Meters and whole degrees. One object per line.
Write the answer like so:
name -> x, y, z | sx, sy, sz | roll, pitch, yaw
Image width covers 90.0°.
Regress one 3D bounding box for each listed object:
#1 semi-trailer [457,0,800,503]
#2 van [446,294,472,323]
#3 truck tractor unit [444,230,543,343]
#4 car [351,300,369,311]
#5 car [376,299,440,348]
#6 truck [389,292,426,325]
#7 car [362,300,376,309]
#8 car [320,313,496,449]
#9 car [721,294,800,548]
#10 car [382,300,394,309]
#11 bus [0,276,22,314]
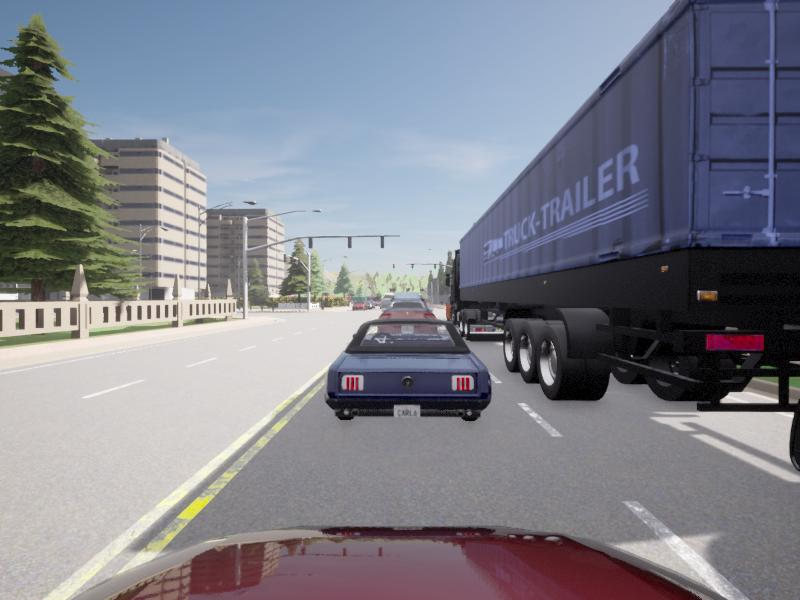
semi-trailer -> 3.699, -0.618, 10.205 | 2.717, 4.402, 14.254 | 0, 0, 1
van -> 4.492, 0.599, 30.526 | 1.775, 1.987, 4.442 | 0, 0, 8
truck tractor unit -> 3.842, -0.516, 18.116 | 3.053, 4.208, 6.516 | 0, 0, 1
car -> -5.934, 0.828, 60.011 | 2.007, 1.525, 4.514 | 0, 0, 3
car -> 0.303, 0.781, 16.004 | 2.152, 1.651, 5.027 | 0, 0, 1
truck -> 0.445, 0.542, 28.653 | 2.390, 2.098, 6.274 | 0, 0, -1
car -> -5.621, 0.777, 73.200 | 2.033, 1.649, 4.856 | 0, 0, 1
car -> 0.126, 0.944, 6.647 | 1.895, 1.301, 4.718 | 0, 0, 1
car -> 3.507, 0.779, 0.596 | 1.930, 1.638, 5.238 | 0, 0, 1
car -> -2.142, 0.828, 72.096 | 2.007, 1.525, 4.514 | 0, 0, 1
bus -> -49.263, -0.534, 44.816 | 10.273, 4.253, 3.944 | 0, 0, 1
